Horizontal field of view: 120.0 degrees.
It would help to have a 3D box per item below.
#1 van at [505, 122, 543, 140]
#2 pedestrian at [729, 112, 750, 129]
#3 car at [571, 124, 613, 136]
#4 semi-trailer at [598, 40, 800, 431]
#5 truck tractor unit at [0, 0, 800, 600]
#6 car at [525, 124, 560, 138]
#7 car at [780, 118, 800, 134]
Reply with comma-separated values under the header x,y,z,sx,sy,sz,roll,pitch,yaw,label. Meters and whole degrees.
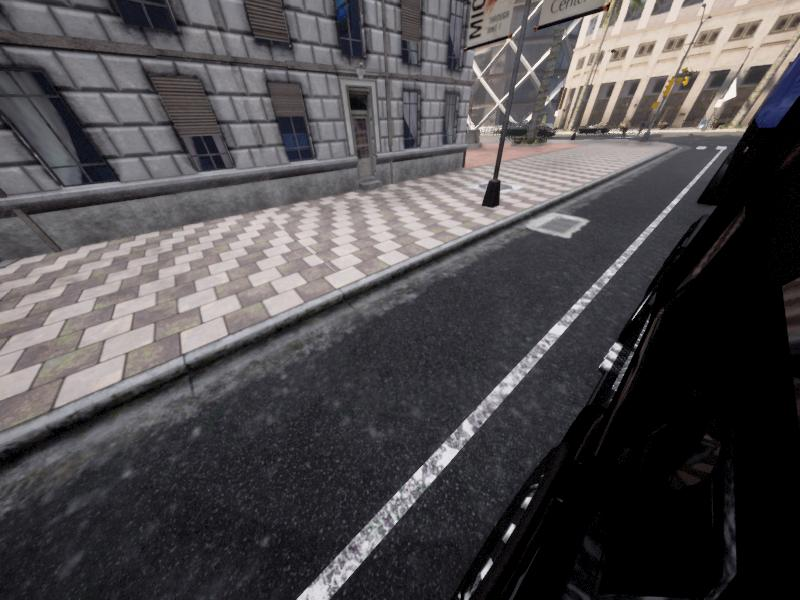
x,y,z,sx,sy,sz,roll,pitch,yaw,label
18.490,-25.312,34.636,4.442,1.987,1.775,26,45,33,van
46.641,-24.652,31.790,0.751,1.860,0.751,25,45,32,pedestrian
30.485,-27.102,36.847,1.895,1.301,4.718,-29,44,-31,car
8.696,-3.609,4.227,14.254,4.402,2.717,-28,44,-30,semi-trailer
2.645,-0.295,0.351,6.516,4.208,3.053,-28,44,-30,truck tractor unit
22.003,-26.133,35.828,3.988,1.617,1.851,29,47,35,car
43.559,-18.108,23.948,1.994,1.385,4.181,-28,44,-30,car
